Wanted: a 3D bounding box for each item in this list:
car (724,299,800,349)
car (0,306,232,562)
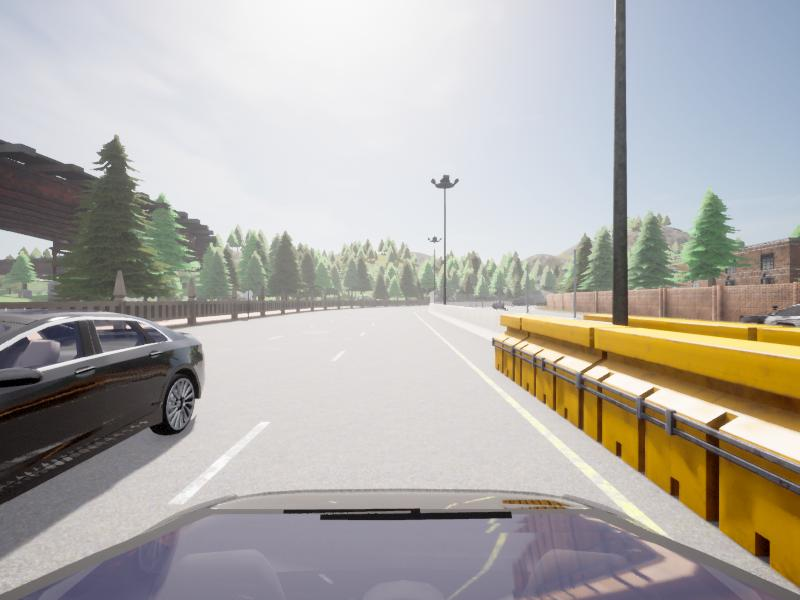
[{"bbox_3d":[13.999,0.774,13.462,1.930,1.638,5.238,0,0,0],"label":"car"},{"bbox_3d":[-3.500,0.837,3.363,2.128,1.511,4.902,0,0,0],"label":"car"}]
